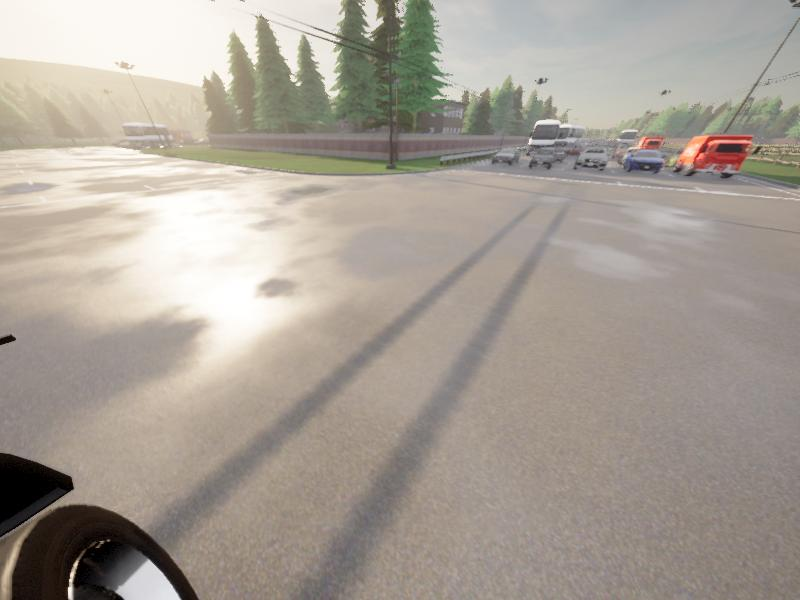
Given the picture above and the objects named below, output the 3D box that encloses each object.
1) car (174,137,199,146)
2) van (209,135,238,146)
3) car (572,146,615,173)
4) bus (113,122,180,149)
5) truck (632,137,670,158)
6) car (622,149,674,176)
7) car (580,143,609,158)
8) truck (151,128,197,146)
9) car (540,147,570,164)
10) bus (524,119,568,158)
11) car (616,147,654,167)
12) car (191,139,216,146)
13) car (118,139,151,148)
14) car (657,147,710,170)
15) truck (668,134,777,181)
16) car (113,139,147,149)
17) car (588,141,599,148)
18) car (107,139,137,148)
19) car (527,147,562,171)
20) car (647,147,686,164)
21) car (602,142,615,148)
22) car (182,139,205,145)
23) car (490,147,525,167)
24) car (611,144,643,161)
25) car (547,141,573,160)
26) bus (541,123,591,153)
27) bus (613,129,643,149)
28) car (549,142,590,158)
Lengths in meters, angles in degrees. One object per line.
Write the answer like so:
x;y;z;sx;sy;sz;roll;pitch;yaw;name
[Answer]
-58.143;-43.257;63.057;1.932;1.855;4.605;6;36;8;car
-50.128;-45.471;65.783;2.351;2.431;6.366;8;36;10;van
16.861;-12.380;20.208;2.152;1.651;5.027;22;40;27;car
-52.067;-34.226;48.242;3.944;4.253;10.273;-7;36;-11;bus
38.719;-23.802;35.852;2.627;2.467;5.204;22;41;27;truck
19.931;-11.346;18.843;1.882;1.535;5.008;22;40;27;car
28.425;-21.872;33.736;2.242;1.667;4.611;28;44;33;car
-64.314;-46.670;66.140;2.891;3.827;8.468;8;36;10;truck
17.414;-16.206;25.855;1.994;1.385;4.181;22;41;28;car
21.608;-24.194;34.712;3.944;4.253;10.273;15;38;21;bus
24.308;-14.962;24.062;1.970;1.475;3.806;22;40;27;car
-54.369;-43.634;63.972;2.163;1.488;4.792;8;36;10;car
-59.592;-35.328;52.001;2.033;1.649;4.856;-3;35;-4;car
27.032;-13.691;22.242;2.007;1.525;4.514;22;41;28;car
22.554;-10.340;16.655;2.627;2.467;5.204;22;40;28;truck
-55.393;-32.126;47.591;1.801;1.575;5.366;-7;36;-11;car
57.024;-45.786;68.024;2.038;1.542;4.974;24;41;29;car
-63.106;-35.603;52.499;1.816;1.474;4.193;-3;35;-4;car
12.824;-12.549;20.472;1.789;1.549;3.705;22;40;27;car
30.974;-16.906;26.973;1.994;1.385;4.181;22;40;27;car
59.874;-44.542;66.299;2.128;1.511;4.902;22;40;27;car
-60.453;-46.266;67.666;2.007;1.525;4.514;8;36;10;car
10.804;-14.380;23.139;1.812;1.442;4.674;22;40;27;car
29.870;-19.663;30.610;2.242;1.667;4.611;22;40;27;car
20.596;-19.374;29.921;1.905;1.878;3.866;14;38;18;car
31.681;-30.726;44.050;10.273;4.253;3.944;-28;44;-35;bus
64.522;-45.845;65.811;3.944;4.253;10.273;22;41;27;bus
24.089;-21.281;32.798;4.611;1.667;2.242;-15;39;-22;car
